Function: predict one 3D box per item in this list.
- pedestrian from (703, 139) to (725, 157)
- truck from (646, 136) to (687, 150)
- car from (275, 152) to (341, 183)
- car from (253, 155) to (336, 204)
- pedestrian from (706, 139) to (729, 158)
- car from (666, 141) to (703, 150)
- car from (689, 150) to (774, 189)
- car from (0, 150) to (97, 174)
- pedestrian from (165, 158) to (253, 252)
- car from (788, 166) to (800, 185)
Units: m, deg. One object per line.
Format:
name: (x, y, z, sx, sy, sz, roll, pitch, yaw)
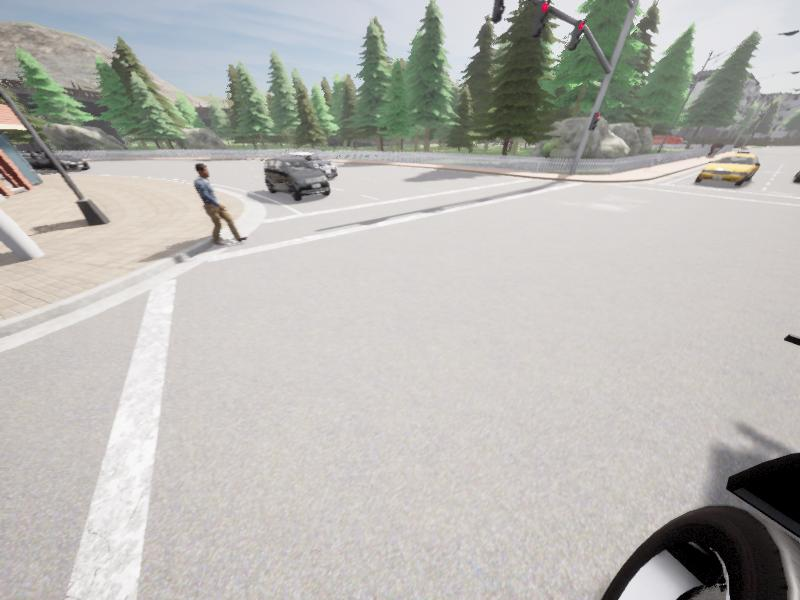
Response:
pedestrian: (39.337, -19.008, 28.971, 0.751, 1.860, 0.751, -20, 39, -26)
truck: (60.320, -35.661, 52.421, 2.627, 2.467, 5.204, -21, 40, -27)
car: (-6.141, -8.982, 15.494, 3.806, 1.475, 1.970, 21, 40, 28)
car: (-4.945, -5.766, 10.818, 3.705, 1.549, 1.789, 28, 44, 34)
pedestrian: (38.376, -18.273, 27.925, 0.751, 1.860, 0.751, -16, 38, -21)
car: (64.598, -35.217, 52.592, 2.128, 1.511, 4.902, -21, 40, -27)
car: (19.858, -7.930, 13.812, 5.366, 1.575, 1.801, -21, 40, -27)
car: (-28.999, -11.445, 19.135, 4.514, 1.525, 2.007, -1, 35, -1)
pedestrian: (-4.268, -2.174, 5.364, 0.751, 1.860, 0.751, -9, 36, -12)
car: (25.624, -7.806, 13.680, 4.792, 1.488, 2.163, -22, 40, -28)
